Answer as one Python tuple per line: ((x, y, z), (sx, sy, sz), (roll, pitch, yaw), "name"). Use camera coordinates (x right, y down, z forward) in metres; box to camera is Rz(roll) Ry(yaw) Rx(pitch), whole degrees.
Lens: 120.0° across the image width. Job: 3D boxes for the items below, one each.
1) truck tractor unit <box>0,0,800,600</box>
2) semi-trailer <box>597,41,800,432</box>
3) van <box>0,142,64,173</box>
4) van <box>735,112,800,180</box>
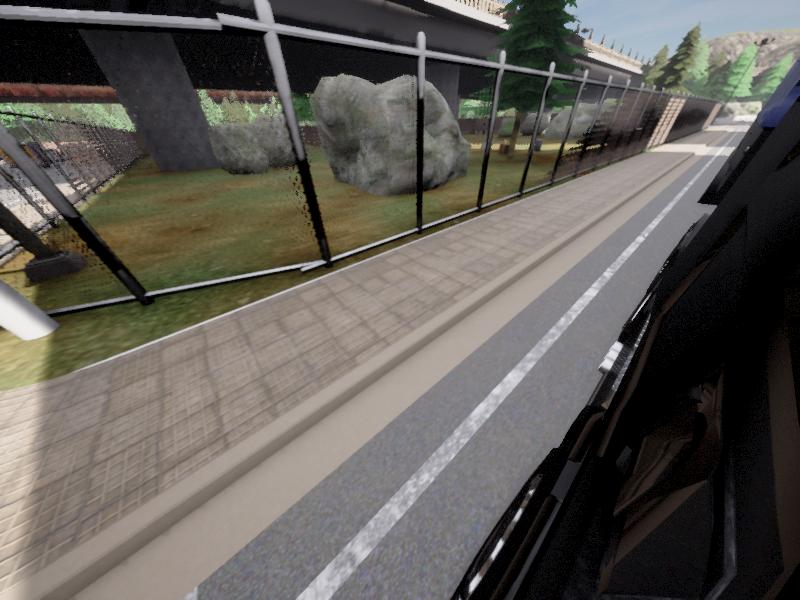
((2.645, -0.295, 0.352), (6.516, 4.208, 3.053), (-28, 44, -30), "truck tractor unit")
((8.712, -3.603, 4.203), (14.254, 4.402, 2.717), (-28, 44, -30), "semi-trailer")
((-41.282, -16.083, 25.819), (2.351, 2.431, 6.366), (-28, 44, -30), "van")
((16.043, -6.294, 9.303), (4.480, 2.038, 2.069), (-30, 43, -33), "van")
